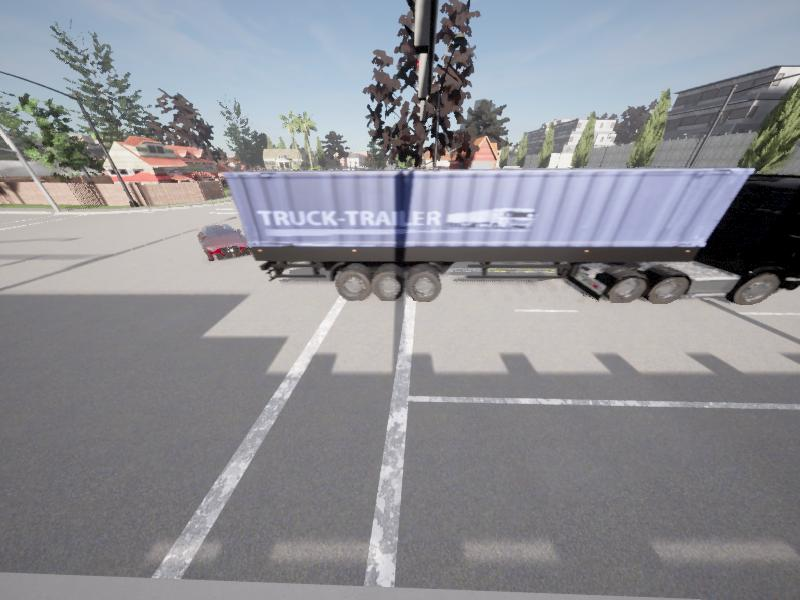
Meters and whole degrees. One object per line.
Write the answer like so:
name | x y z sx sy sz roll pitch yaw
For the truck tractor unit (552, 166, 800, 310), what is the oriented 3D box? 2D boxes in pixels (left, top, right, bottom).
truck tractor unit | 10.144 -2.267 8.106 6.516 4.208 3.053 1 30 1

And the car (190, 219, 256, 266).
car | -9.945 -3.396 12.915 1.994 1.385 4.181 -25 38 -36

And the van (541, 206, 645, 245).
van | 11.969 -4.775 14.691 4.442 1.987 1.775 1 30 1

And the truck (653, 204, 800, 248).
truck | 20.689 -4.672 14.400 6.274 2.098 2.390 1 30 2

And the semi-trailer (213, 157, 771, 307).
semi-trailer | 2.229 -2.446 8.221 14.254 4.402 2.717 1 30 1

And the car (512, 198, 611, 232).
car | 12.039 -6.539 17.681 5.566 2.045 2.150 1 30 2

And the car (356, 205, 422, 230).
car | -0.795 -6.467 18.115 4.892 1.490 1.837 1 30 1

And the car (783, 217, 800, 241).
car | 28.048 -4.594 14.472 3.866 1.878 1.905 0 30 0

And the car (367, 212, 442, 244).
car | 0.282 -4.718 15.052 4.514 1.525 2.007 1 30 1

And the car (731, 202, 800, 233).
car | 28.918 -6.214 17.290 4.605 1.855 1.932 -1 30 -1
